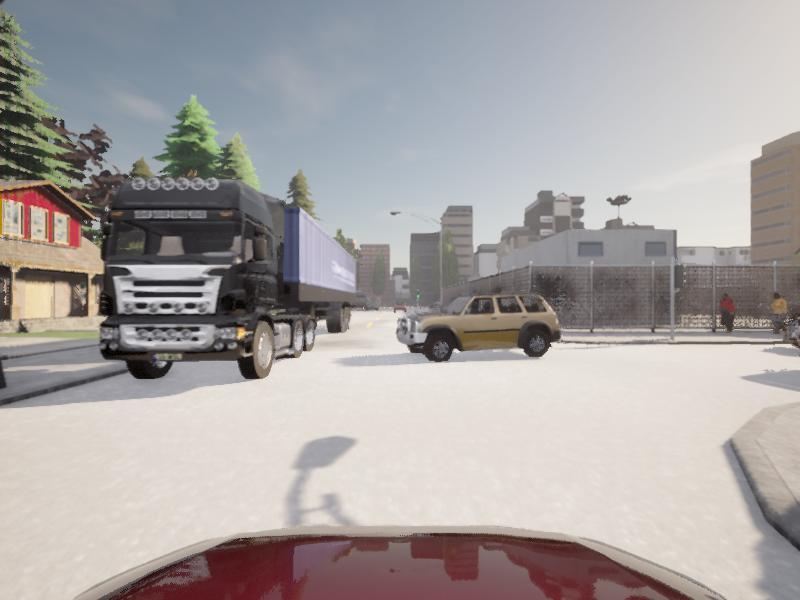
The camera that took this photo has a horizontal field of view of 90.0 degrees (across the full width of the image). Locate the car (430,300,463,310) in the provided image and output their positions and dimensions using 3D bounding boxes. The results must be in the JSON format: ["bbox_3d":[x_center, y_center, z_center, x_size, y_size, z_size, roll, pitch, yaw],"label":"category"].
[{"bbox_3d":[7.622,0.861,66.138,5.238,1.638,1.930,0,-1,-4],"label":"car"}]

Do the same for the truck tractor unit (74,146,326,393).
[{"bbox_3d":[-3.997,-0.503,10.061,3.053,4.208,6.516,0,0,0],"label":"truck tractor unit"}]

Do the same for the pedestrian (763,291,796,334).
[{"bbox_3d":[16.824,0.549,17.735,0.751,1.860,0.751,0,0,0],"label":"pedestrian"}]

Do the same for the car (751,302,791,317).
[{"bbox_3d":[33.501,0.844,36.134,2.207,1.379,1.481,0,0,0],"label":"car"}]

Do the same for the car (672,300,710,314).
[{"bbox_3d":[34.723,0.811,47.865,1.789,1.547,3.705,0,0,0],"label":"car"}]

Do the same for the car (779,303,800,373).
[{"bbox_3d":[11.076,0.840,8.329,4.514,1.525,2.007,0,0,-2],"label":"car"}]

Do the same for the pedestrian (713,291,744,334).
[{"bbox_3d":[14.513,0.549,17.710,0.751,1.860,0.751,0,0,-1],"label":"pedestrian"}]

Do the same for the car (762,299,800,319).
[{"bbox_3d":[34.112,0.737,34.005,4.611,1.667,2.242,0,0,0],"label":"car"}]

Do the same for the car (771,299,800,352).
[{"bbox_3d":[14.850,0.795,12.390,4.856,1.649,2.033,0,0,0],"label":"car"}]

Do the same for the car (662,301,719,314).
[{"bbox_3d":[34.882,0.883,48.092,5.357,1.415,2.033,0,0,0],"label":"car"}]

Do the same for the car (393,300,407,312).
[{"bbox_3d":[0.008,0.864,55.796,1.851,1.617,3.988,0,0,0],"label":"car"}]

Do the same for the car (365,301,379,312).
[{"bbox_3d":[-4.148,0.935,59.068,1.816,1.474,4.193,0,0,-8],"label":"car"}]

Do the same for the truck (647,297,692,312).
[{"bbox_3d":[35.047,0.576,52.053,4.478,2.038,2.069,0,0,0],"label":"truck"}]

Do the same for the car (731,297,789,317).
[{"bbox_3d":[34.365,0.638,38.296,3.866,1.878,1.905,0,0,0],"label":"car"}]

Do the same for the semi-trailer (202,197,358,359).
[{"bbox_3d":[-3.999,-0.593,17.973,2.717,4.402,14.254,0,0,0],"label":"semi-trailer"}]

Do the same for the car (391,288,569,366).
[{"bbox_3d":[2.236,0.661,11.501,4.605,1.855,1.932,-2,0,-15],"label":"car"}]
